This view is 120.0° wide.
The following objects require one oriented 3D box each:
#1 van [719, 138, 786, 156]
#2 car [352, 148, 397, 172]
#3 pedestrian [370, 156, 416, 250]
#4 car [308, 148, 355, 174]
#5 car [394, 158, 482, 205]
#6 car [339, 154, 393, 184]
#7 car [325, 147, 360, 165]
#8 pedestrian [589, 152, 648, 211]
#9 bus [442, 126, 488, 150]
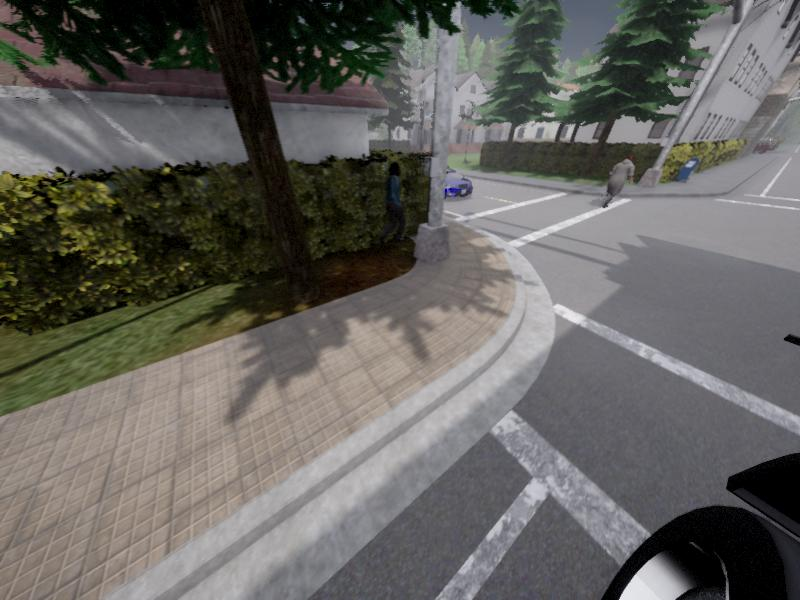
[{"bbox_3d":[50.266,-21.960,33.147,2.069,2.038,4.480,-12,36,-17],"label":"van"},{"bbox_3d":[-2.426,-13.020,21.389,1.882,1.535,5.008,-22,41,-28],"label":"car"},{"bbox_3d":[-0.160,-2.255,5.432,0.751,1.860,0.751,-15,38,-20],"label":"pedestrian"},{"bbox_3d":[-6.270,-12.680,20.864,2.152,1.651,5.027,-22,41,-28],"label":"car"},{"bbox_3d":[1.646,-6.056,11.540,1.816,1.474,4.193,-22,40,-28],"label":"car"},{"bbox_3d":[-2.492,-9.460,16.490,1.994,1.385,4.181,-21,40,-27],"label":"car"},{"bbox_3d":[-6.619,-16.507,26.365,1.882,1.535,5.008,-22,41,-28],"label":"car"},{"bbox_3d":[8.284,-4.524,8.835,0.751,1.860,0.751,-18,39,-23],"label":"pedestrian"},{"bbox_3d":[15.121,-37.645,53.778,10.273,4.253,3.944,-21,40,-27],"label":"bus"}]
